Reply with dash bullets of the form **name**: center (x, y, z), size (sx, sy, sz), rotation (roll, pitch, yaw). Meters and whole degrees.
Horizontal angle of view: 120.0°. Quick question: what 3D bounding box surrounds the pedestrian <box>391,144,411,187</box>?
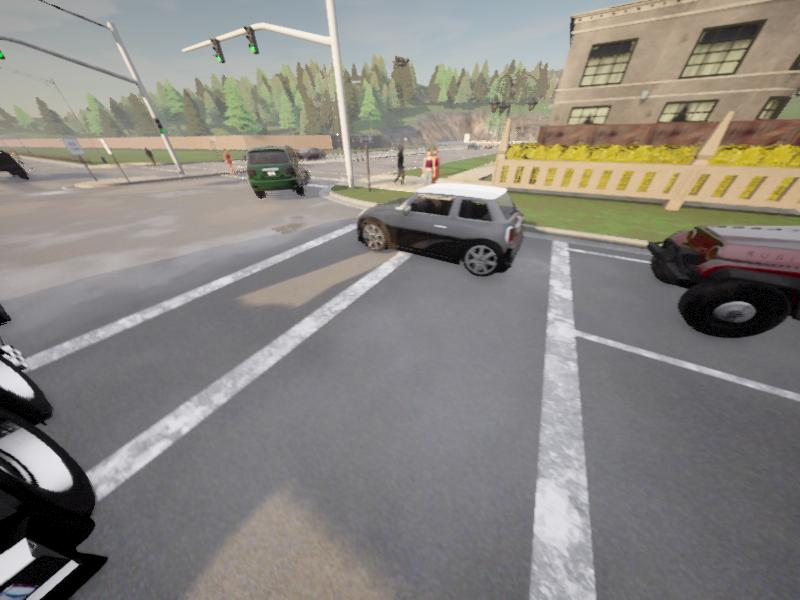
- **pedestrian**: center (0.057, -7.109, 12.223), size (0.751, 1.860, 0.751), rotation (23, 41, 29)

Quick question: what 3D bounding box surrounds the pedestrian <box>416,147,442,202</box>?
- **pedestrian**: center (1.159, -5.075, 9.354), size (0.751, 1.860, 0.751), rotation (11, 37, 16)

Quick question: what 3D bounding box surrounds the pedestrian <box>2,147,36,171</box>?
- **pedestrian**: center (-35.653, -13.203, 21.649), size (0.751, 1.860, 0.751), rotation (18, 39, 24)

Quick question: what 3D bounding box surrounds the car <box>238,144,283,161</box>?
- **car**: center (-19.136, -20.414, 31.958), size (2.097, 1.767, 4.553), rotation (19, 39, 25)

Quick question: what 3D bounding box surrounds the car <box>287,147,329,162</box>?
- **car**: center (-12.046, -19.300, 30.567), size (2.163, 1.488, 4.792), rotation (19, 39, 25)

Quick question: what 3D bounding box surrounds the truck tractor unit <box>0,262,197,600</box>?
- **truck tractor unit**: center (-5.110, -0.300, 0.787), size (6.516, 4.208, 3.053), rotation (18, 39, 24)

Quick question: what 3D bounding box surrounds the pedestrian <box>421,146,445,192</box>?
- **pedestrian**: center (1.530, -6.238, 11.023), size (0.751, 1.860, 0.751), rotation (-14, 37, -18)

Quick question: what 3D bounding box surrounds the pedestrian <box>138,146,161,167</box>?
- **pedestrian**: center (-26.376, -15.167, 24.383), size (0.751, 1.860, 0.751), rotation (18, 39, 24)

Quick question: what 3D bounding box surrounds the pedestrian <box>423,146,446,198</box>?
- **pedestrian**: center (1.467, -5.462, 9.895), size (0.751, 1.860, 0.751), rotation (8, 36, 12)

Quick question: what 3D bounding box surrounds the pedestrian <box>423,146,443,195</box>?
- **pedestrian**: center (1.444, -5.790, 10.380), size (0.751, 1.860, 0.751), rotation (3, 35, 5)

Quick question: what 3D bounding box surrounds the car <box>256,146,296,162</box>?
- **car**: center (-16.195, -19.268, 30.447), size (1.851, 1.617, 3.988), rotation (19, 39, 25)

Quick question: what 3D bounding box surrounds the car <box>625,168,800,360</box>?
- **car**: center (5.889, -0.353, 2.805), size (3.866, 1.878, 1.905), rotation (18, 39, 25)

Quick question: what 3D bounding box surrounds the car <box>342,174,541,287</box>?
- **car**: center (0.843, -1.892, 5.428), size (3.806, 1.475, 1.970), rotation (19, 39, 26)

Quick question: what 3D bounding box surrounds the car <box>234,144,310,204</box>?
- **car**: center (-6.253, -6.861, 12.138), size (2.150, 2.045, 5.566), rotation (-10, 36, -12)

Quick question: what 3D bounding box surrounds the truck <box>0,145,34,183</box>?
- **truck**: center (-29.835, -9.865, 16.623), size (6.274, 2.098, 2.390), rotation (18, 39, 25)
